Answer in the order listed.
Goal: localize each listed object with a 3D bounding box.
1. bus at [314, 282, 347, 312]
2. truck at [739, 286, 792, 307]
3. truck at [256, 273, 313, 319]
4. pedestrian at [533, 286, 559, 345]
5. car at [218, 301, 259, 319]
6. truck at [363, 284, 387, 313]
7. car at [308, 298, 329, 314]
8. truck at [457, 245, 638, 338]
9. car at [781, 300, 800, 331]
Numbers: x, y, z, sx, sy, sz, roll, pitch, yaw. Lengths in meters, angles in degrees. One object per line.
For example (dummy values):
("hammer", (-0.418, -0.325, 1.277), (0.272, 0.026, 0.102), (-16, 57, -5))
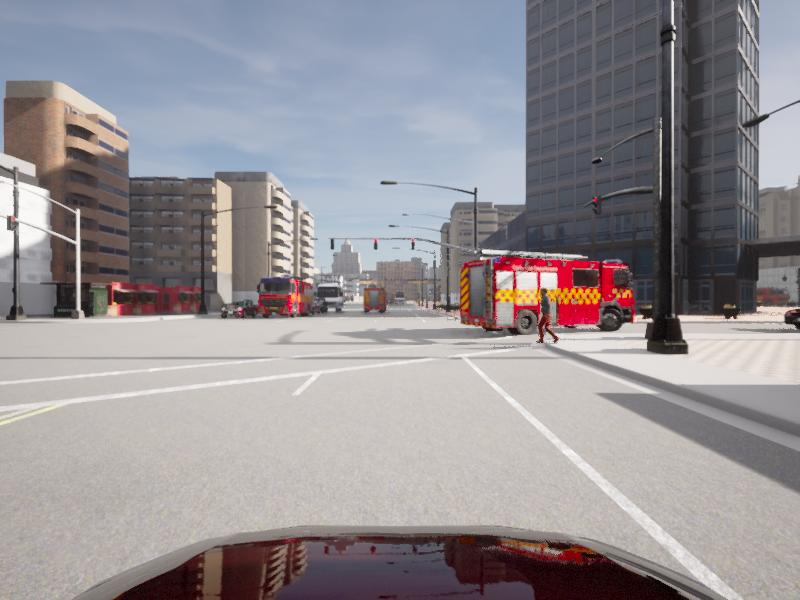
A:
("bus", (-10.552, -0.317, 61.738), (3.944, 4.253, 10.273), (0, -1, -4))
("truck", (71.996, -0.685, 79.186), (2.891, 3.827, 8.468), (0, 0, 2))
("truck", (-10.521, -0.322, 37.568), (2.891, 3.827, 8.468), (0, 0, 0))
("pedestrian", (4.705, 0.483, 12.945), (0.751, 1.860, 0.751), (0, 0, 18))
("car", (-14.004, 0.836, 34.891), (1.970, 1.475, 3.806), (0, 0, 0))
("truck", (-3.501, -0.146, 57.921), (2.891, 3.827, 8.468), (0, -1, 0))
("car", (-10.537, 0.763, 51.776), (1.905, 1.878, 3.866), (0, -1, 0))
("truck", (7.228, -0.370, 19.420), (8.468, 3.827, 2.891), (0, 0, -22))
("car", (21.970, 0.768, 19.436), (4.974, 1.542, 2.038), (0, 0, 1))
